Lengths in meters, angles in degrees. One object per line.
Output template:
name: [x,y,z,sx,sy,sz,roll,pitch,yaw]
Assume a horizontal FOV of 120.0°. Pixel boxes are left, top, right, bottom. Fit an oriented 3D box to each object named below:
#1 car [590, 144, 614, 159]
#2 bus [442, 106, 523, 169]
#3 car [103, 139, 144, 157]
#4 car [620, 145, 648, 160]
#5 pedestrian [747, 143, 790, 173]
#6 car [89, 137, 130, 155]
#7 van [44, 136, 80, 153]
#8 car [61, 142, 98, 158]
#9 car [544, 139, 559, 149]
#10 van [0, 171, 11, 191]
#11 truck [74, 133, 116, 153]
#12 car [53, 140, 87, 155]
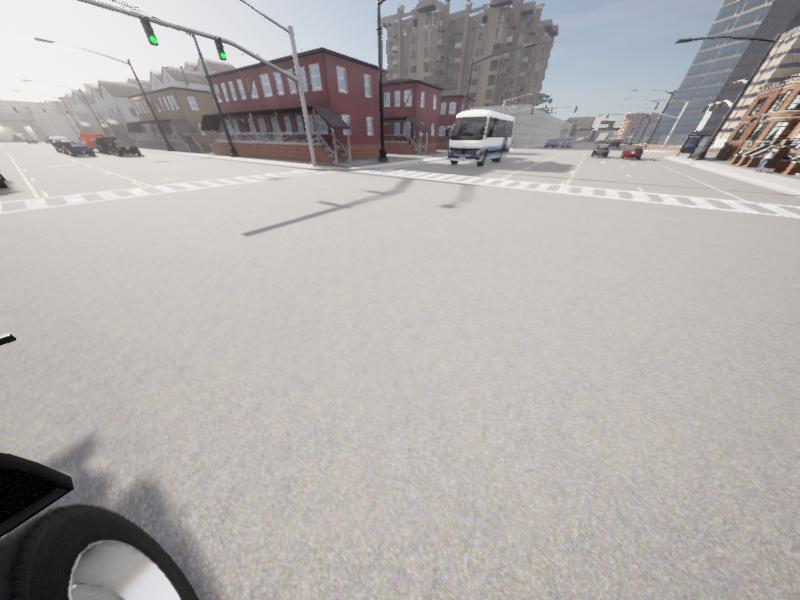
car: [29.099,-21.503,33.360,2.128,1.511,4.902,22,41,28]
bus: [8.589,-16.264,23.353,3.944,4.253,10.273,22,41,28]
car: [-35.555,-19.538,29.681,4.553,1.767,2.097,22,41,28]
car: [31.345,-19.867,31.089,2.163,1.488,4.792,24,42,30]
pedestrian: [28.078,-10.849,17.642,0.751,1.860,0.751,24,41,29]
car: [-41.487,-22.054,32.968,5.566,2.045,2.150,22,41,28]
van: [-51.517,-23.704,35.216,4.480,2.038,2.069,23,41,28]
car: [-40.151,-18.804,28.898,4.674,1.442,1.812,22,41,28]
car: [39.628,-40.872,60.456,2.150,2.045,5.566,22,41,28]
van: [-22.225,-6.989,11.384,5.915,2.561,1.988,22,41,28]
truck: [-48.565,-25.052,36.800,5.204,2.467,2.627,24,41,28]
car: [-45.760,-21.174,32.059,3.988,1.617,1.851,22,41,28]
